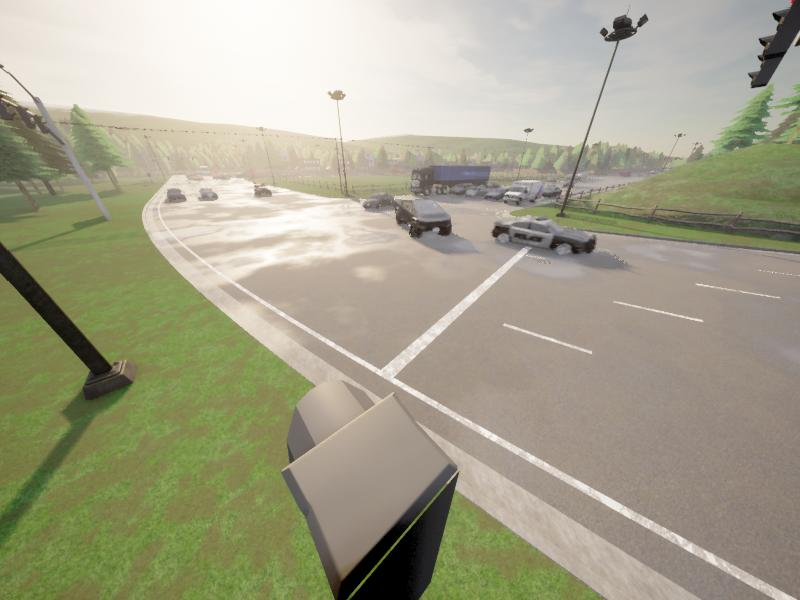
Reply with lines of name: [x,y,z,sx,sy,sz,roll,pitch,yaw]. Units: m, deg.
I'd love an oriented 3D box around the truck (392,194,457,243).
truck: [1.350,-6.026,16.346,2.390,2.098,6.274,-9,31,-13]

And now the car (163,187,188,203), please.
car: [-30.398,-14.333,31.338,1.837,1.490,4.892,-23,37,-34]

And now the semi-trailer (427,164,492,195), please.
semi-trailer: [10.840,-21.546,40.900,14.254,4.402,2.717,-23,37,-34]

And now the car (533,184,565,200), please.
car: [21.791,-15.785,33.706,5.238,1.638,1.930,-23,37,-34]

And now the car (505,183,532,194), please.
car: [21.242,-20.020,41.288,5.357,1.411,2.033,-23,37,-34]

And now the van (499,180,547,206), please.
van: [15.446,-13.462,28.895,6.366,2.431,2.351,-23,37,-34]

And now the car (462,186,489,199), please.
car: [11.155,-15.842,33.914,3.633,1.501,1.845,-23,37,-34]

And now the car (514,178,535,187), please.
car: [29.939,-28.339,55.470,5.027,1.651,2.152,-23,37,-34]

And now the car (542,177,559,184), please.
car: [41.742,-33.236,64.091,4.792,1.488,2.163,-23,37,-34]

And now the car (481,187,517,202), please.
car: [13.731,-14.581,31.866,5.357,1.411,2.033,-23,37,-34]

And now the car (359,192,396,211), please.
car: [-2.346,-10.939,25.463,1.837,1.490,4.892,11,31,21]

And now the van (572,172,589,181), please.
van: [60.960,-41.718,77.835,6.366,2.431,2.351,-23,37,-34]

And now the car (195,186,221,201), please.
car: [-27.251,-15.194,32.809,2.128,1.511,4.902,-23,37,-34]

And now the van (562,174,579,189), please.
van: [36.641,-25.578,49.771,1.988,2.561,5.915,17,34,27]

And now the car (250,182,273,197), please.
car: [-21.980,-17.656,36.696,1.905,1.878,3.866,-23,37,-34]

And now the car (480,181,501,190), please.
car: [18.615,-23.476,47.299,4.181,1.385,1.994,-23,37,-34]

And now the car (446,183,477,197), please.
car: [9.797,-17.619,36.845,4.611,1.667,2.242,-23,37,-33]

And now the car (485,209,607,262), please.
car: [7.849,-3.819,12.980,5.238,1.638,1.930,26,41,37]

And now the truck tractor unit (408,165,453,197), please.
truck tractor unit: [4.792,-18.889,36.535,6.516,4.208,3.053,-23,37,-34]
